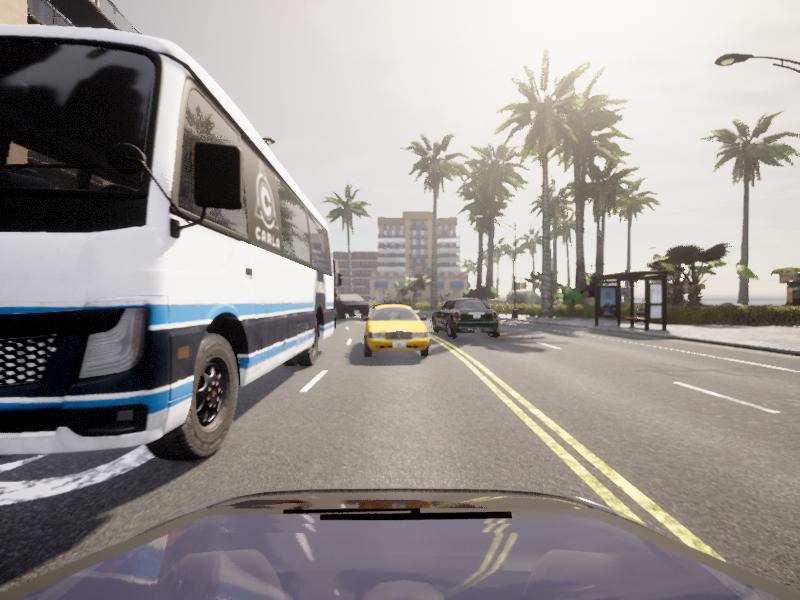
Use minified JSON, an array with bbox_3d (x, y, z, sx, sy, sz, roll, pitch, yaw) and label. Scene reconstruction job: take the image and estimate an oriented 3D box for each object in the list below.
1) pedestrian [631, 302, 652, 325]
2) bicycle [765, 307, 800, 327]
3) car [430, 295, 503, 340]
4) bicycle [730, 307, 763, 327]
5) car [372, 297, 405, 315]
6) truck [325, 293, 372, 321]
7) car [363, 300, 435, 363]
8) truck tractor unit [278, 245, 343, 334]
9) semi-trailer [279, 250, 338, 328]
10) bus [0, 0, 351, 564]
[{"bbox_3d":[14.003,0.763,23.172,0.751,1.300,0.751,0,0,-6],"label":"pedestrian"},{"bbox_3d":[21.251,0.937,22.269,0.373,1.024,1.643,0,0,0],"label":"bicycle"},{"bbox_3d":[2.822,0.693,18.190,2.097,1.767,4.553,0,0,-7],"label":"car"},{"bbox_3d":[19.238,0.937,22.252,0.373,1.024,1.643,0,0,0],"label":"bicycle"},{"bbox_3d":[-1.313,0.649,43.651,1.932,1.855,4.605,0,0,-26],"label":"car"},{"bbox_3d":[-4.427,0.540,33.403,2.390,2.098,6.274,0,0,-22],"label":"truck"},{"bbox_3d":[-0.200,0.804,12.725,1.801,1.575,5.366,0,0,-4],"label":"car"},{"bbox_3d":[-4.921,-0.500,22.325,3.053,4.208,6.516,0,0,-12],"label":"truck tractor unit"},{"bbox_3d":[-7.304,-0.622,29.865,2.717,4.402,14.254,0,0,-19],"label":"semi-trailer"},{"bbox_3d":[-3.388,-0.534,7.517,3.944,4.253,10.273,0,0,-2],"label":"bus"}]
